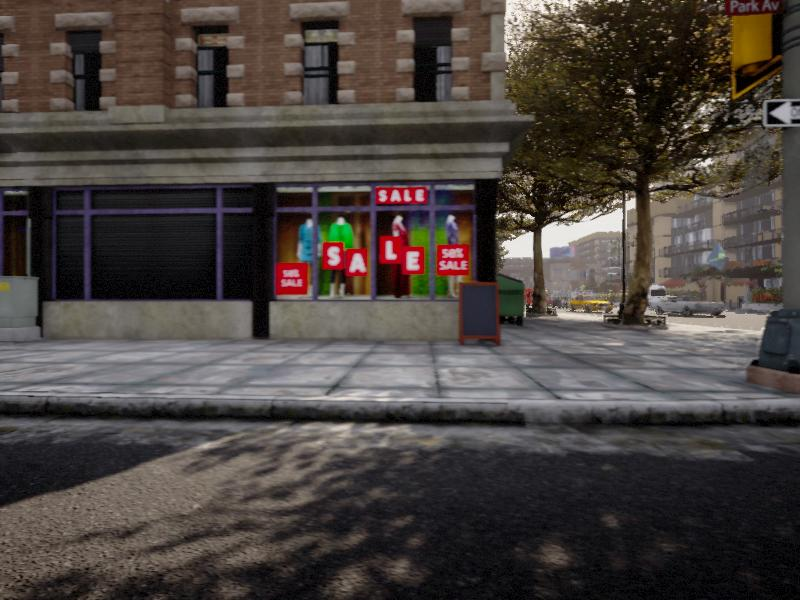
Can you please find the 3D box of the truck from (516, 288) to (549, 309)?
[{"bbox_3d":[16.285,-0.205,49.435,2.627,2.467,5.204,0,0,3],"label":"truck"}]

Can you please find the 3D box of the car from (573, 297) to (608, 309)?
[{"bbox_3d":[23.285,0.337,49.166,2.033,1.411,5.357,0,0,3],"label":"car"}]

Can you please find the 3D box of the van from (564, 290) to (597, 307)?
[{"bbox_3d":[27.411,-0.171,61.070,2.351,2.431,6.366,0,0,3],"label":"van"}]

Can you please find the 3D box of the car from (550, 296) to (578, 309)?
[{"bbox_3d":[19.726,0.293,48.181,1.970,1.475,3.806,0,0,3],"label":"car"}]

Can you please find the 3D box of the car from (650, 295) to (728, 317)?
[{"bbox_3d":[18.569,0.369,26.035,1.895,1.301,4.718,0,0,3],"label":"car"}]

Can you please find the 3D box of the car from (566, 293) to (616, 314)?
[{"bbox_3d":[15.409,0.230,32.601,1.801,1.575,5.366,0,0,3],"label":"car"}]

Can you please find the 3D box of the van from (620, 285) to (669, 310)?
[{"bbox_3d":[26.505,-0.238,43.679,1.988,2.561,5.915,0,0,3],"label":"van"}]
